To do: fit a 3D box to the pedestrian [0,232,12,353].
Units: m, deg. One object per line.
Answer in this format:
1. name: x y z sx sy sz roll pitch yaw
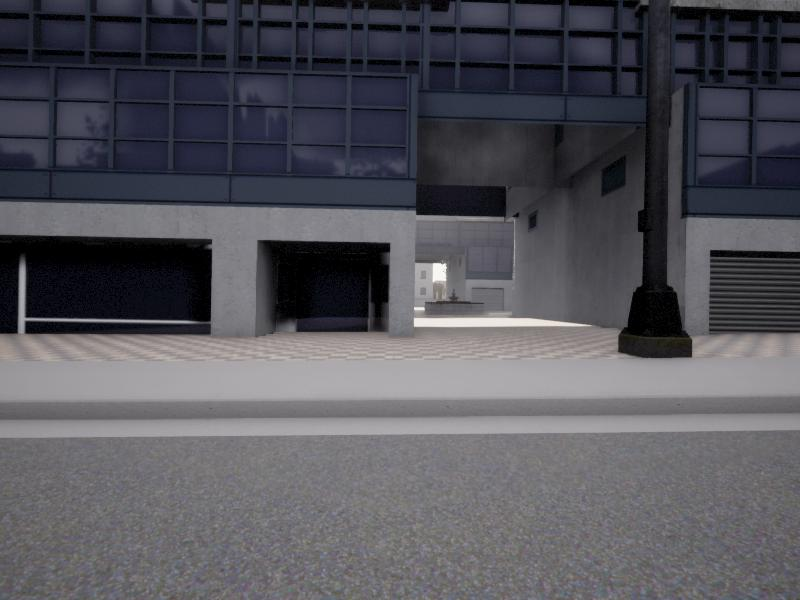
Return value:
1. pedestrian: -6.497 -0.118 5.918 0.751 1.860 0.751 1 0 -1
